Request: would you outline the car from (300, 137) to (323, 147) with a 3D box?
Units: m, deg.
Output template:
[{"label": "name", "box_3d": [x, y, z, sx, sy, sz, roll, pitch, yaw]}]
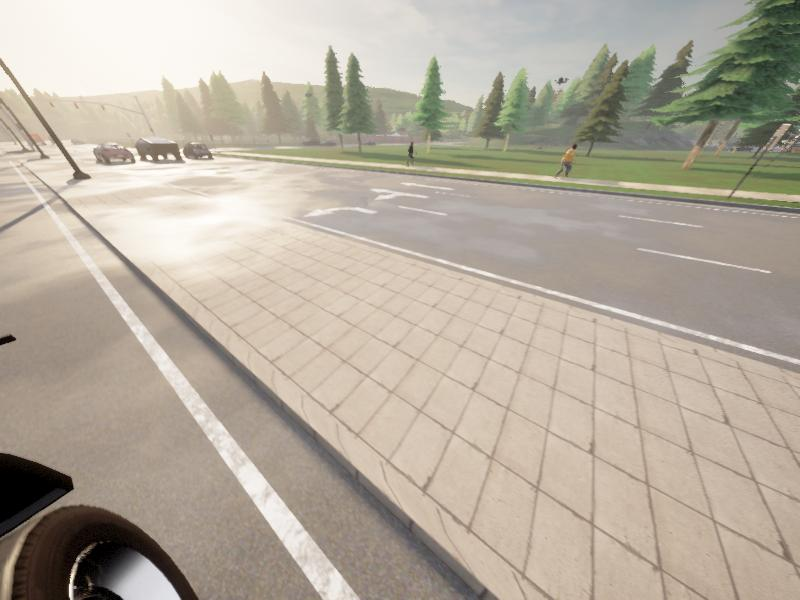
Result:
[{"label": "car", "box_3d": [-24.733, -44.325, 64.751, 2.150, 2.045, 5.566, 22, 41, 28]}]

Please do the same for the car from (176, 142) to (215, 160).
[{"label": "car", "box_3d": [-24.452, -17.905, 27.670, 3.988, 1.617, 1.851, 22, 40, 27]}]

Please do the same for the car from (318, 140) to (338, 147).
[{"label": "car", "box_3d": [-19.190, -41.613, 61.423, 1.837, 1.490, 4.892, 22, 41, 28]}]

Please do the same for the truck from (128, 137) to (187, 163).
[{"label": "truck", "box_3d": [-26.496, -16.477, 25.200, 6.274, 2.098, 2.390, 22, 41, 27]}]

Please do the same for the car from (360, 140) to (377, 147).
[{"label": "car", "box_3d": [-9.164, -46.228, 68.112, 2.128, 1.511, 4.902, 22, 41, 28]}]

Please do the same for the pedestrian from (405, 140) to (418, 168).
[{"label": "pedestrian", "box_3d": [0.943, -12.012, 19.027, 0.751, 1.860, 0.751, 23, 41, 28]}]

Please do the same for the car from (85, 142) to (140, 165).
[{"label": "car", "box_3d": [-28.811, -14.760, 23.157, 5.027, 1.651, 2.152, 22, 41, 27]}]

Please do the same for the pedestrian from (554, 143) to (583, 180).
[{"label": "pedestrian", "box_3d": [10.040, -8.267, 13.802, 0.751, 1.860, 0.751, 23, 41, 29]}]
